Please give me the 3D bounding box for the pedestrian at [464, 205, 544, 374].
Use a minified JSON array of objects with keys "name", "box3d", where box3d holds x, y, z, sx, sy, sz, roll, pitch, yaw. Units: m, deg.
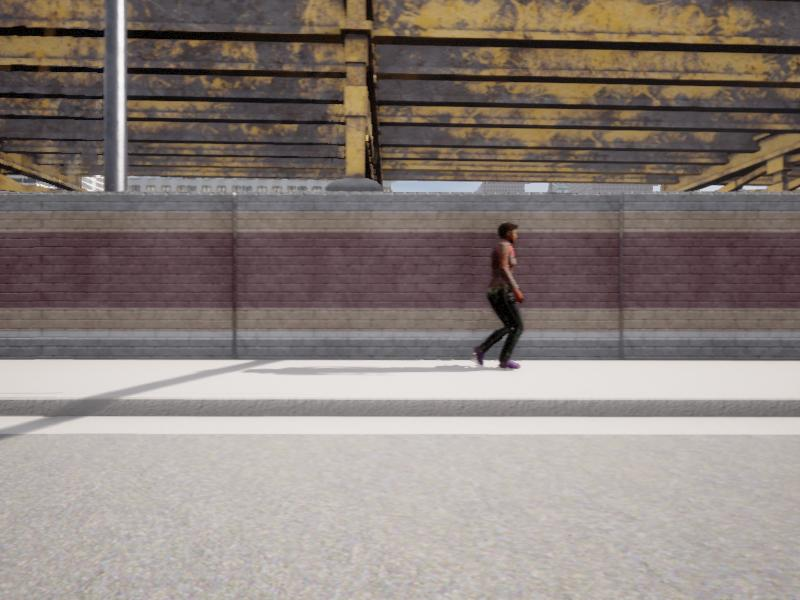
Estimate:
[{"name":"pedestrian","box3d":[1.207,-0.114,4.779,0.751,1.860,0.751,0,0,0]}]
